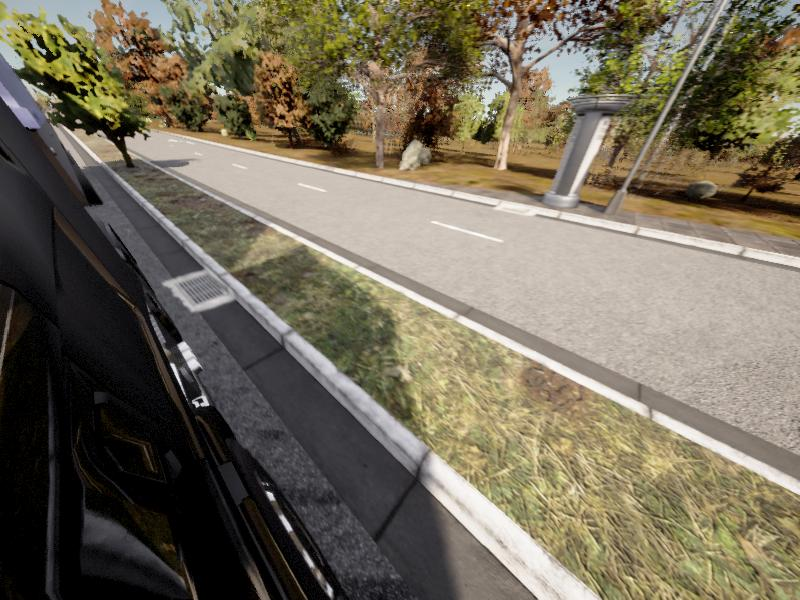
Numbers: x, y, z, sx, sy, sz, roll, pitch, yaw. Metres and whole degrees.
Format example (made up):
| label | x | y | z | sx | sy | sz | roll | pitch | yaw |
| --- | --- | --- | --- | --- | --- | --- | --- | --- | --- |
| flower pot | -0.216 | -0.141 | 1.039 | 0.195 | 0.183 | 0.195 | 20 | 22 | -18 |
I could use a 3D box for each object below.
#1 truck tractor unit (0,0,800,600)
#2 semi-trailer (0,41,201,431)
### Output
| label | x | y | z | sx | sy | sz | roll | pitch | yaw |
| --- | --- | --- | --- | --- | --- | --- | --- | --- | --- |
| truck tractor unit | -2.645 | -0.295 | 0.352 | 6.516 | 4.208 | 3.053 | 28 | 44 | 30 |
| semi-trailer | -8.697 | -3.600 | 4.238 | 14.254 | 4.402 | 2.717 | 28 | 43 | 30 |
